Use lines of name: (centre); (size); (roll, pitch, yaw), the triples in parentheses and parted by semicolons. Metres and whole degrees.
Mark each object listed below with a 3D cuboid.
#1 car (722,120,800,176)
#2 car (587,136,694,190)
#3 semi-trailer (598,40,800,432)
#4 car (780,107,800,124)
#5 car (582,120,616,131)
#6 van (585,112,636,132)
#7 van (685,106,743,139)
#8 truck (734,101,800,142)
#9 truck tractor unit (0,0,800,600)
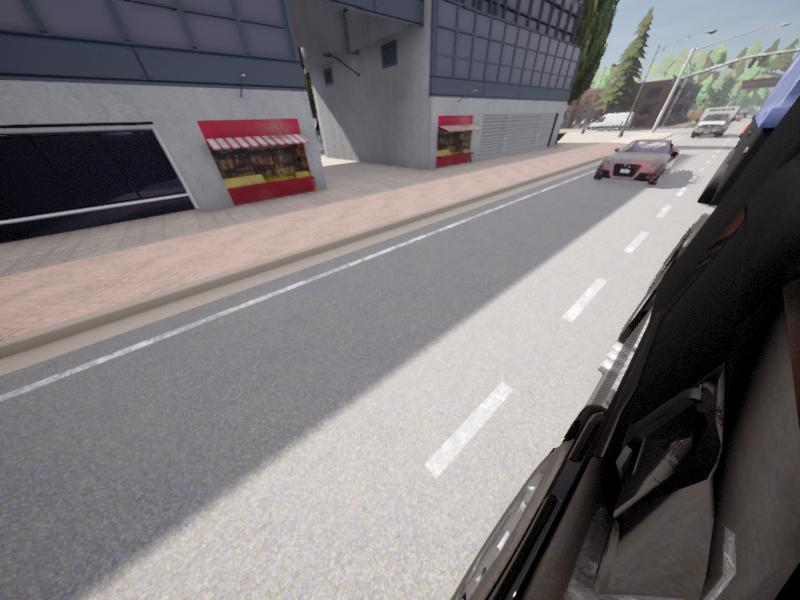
car: (16.994, -6.959, 10.384); (4.611, 1.667, 2.242); (-29, 44, -30)
car: (9.971, -5.803, 9.572); (4.181, 1.385, 1.994); (-28, 44, -30)
semi-trailer: (8.689, -3.623, 4.220); (14.254, 4.402, 2.717); (-28, 44, -30)
car: (64.345, -29.801, 37.297); (5.566, 2.045, 2.150); (-28, 44, -30)
car: (38.643, -33.950, 44.972); (2.007, 1.525, 4.514); (-29, 44, -30)
van: (37.550, -31.839, 41.394); (1.988, 2.561, 5.915); (-29, 44, -30)
van: (32.359, -18.266, 23.774); (6.366, 2.431, 2.351); (-28, 44, -30)
truck: (31.098, -14.851, 19.293); (5.204, 2.467, 2.627); (-28, 44, -30)
truck tractor unit: (2.645, -0.295, 0.351); (6.516, 4.208, 3.053); (-28, 44, -30)
